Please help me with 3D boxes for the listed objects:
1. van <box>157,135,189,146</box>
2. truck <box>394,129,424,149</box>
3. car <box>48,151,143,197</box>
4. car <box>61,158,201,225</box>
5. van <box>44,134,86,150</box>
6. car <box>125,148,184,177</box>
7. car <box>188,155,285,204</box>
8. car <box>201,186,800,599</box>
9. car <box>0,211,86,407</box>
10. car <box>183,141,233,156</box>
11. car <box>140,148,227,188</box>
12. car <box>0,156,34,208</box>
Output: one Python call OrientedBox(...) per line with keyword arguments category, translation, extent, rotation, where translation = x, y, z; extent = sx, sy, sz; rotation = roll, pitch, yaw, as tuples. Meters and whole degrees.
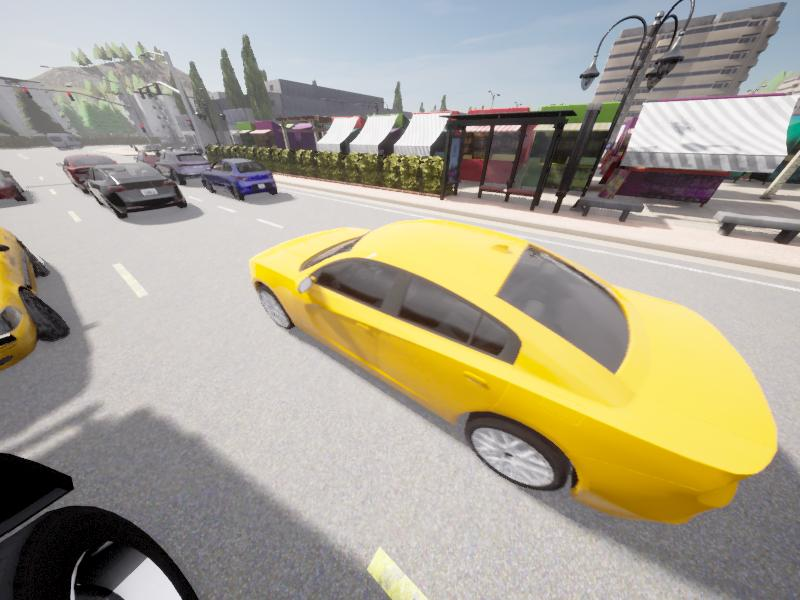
OrientedBox(category="van", translation=(-67.417, -47.570, 68.872), extent=(2.351, 2.431, 6.366), rotation=(7, 36, 10))
OrientedBox(category="truck", translation=(2.289, -39.683, 56.923), extent=(2.891, 3.827, 8.468), rotation=(23, 41, 29))
OrientedBox(category="car", translation=(-15.546, -6.559, 11.788), extent=(5.008, 1.535, 1.882), rotation=(23, 41, 28))
OrientedBox(category="car", translation=(-9.979, -4.233, 8.573), extent=(4.792, 1.488, 2.163), rotation=(22, 41, 28))
OrientedBox(category="van", translation=(-67.407, -32.025, 46.688), extent=(1.988, 2.561, 5.915), rotation=(-16, 38, -21))
OrientedBox(category="car", translation=(-17.702, -10.001, 16.666), extent=(3.633, 1.501, 1.845), rotation=(25, 42, 31))
OrientedBox(category="car", translation=(-7.551, -5.693, 10.666), extent=(4.193, 1.474, 1.816), rotation=(22, 41, 28))
OrientedBox(category="car", translation=(0.160, -0.109, 2.736), extent=(5.008, 1.535, 1.882), rotation=(22, 41, 28))
OrientedBox(category="car", translation=(-6.432, -0.298, 2.948), extent=(5.366, 1.575, 1.801), rotation=(22, 41, 28))
OrientedBox(category="car", translation=(-28.201, -22.369, 34.069), extent=(2.152, 1.651, 5.027), rotation=(25, 42, 31))
OrientedBox(category="car", translation=(-12.864, -7.961, 13.718), extent=(4.856, 1.649, 2.033), rotation=(23, 41, 28))
OrientedBox(category="car", translation=(-17.404, -4.827, 9.368), extent=(4.792, 1.488, 2.163), rotation=(23, 41, 29))
